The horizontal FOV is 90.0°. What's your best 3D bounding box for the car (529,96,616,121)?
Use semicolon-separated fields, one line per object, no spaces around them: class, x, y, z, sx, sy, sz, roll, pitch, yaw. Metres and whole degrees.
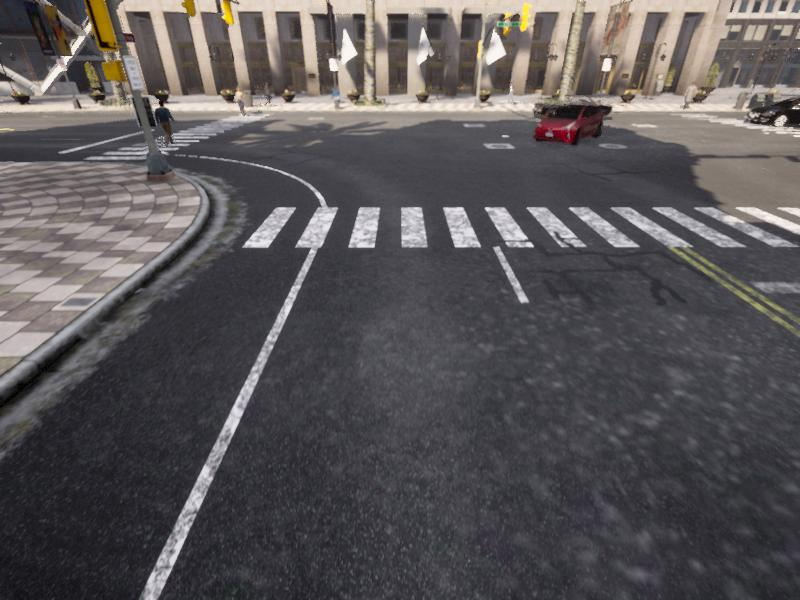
car;11.199;-12.583;26.237;4.718;1.301;1.895;0;30;0

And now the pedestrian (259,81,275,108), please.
pedestrian;-10.526;-16.325;31.717;0.751;1.860;0.751;-15;34;-24

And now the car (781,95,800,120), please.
car;28.140;-12.565;26.141;4.181;1.385;1.994;0;30;0

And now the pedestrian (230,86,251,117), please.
pedestrian;-10.789;-13.455;27.113;0.751;1.860;0.751;1;30;1

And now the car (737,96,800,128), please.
car;22.909;-10.856;23.093;4.892;1.490;1.837;0;30;0

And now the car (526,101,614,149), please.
car;7.954;-8.241;18.583;2.007;1.525;4.514;24;38;35

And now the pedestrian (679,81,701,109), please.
pedestrian;22.099;-15.620;30.523;0.751;1.860;0.751;24;38;35

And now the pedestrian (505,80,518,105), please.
pedestrian;9.366;-17.397;33.558;0.751;1.860;0.751;4;31;7

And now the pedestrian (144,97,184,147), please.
pedestrian;-9.995;-7.545;17.007;0.751;1.860;0.751;-1;30;-2
